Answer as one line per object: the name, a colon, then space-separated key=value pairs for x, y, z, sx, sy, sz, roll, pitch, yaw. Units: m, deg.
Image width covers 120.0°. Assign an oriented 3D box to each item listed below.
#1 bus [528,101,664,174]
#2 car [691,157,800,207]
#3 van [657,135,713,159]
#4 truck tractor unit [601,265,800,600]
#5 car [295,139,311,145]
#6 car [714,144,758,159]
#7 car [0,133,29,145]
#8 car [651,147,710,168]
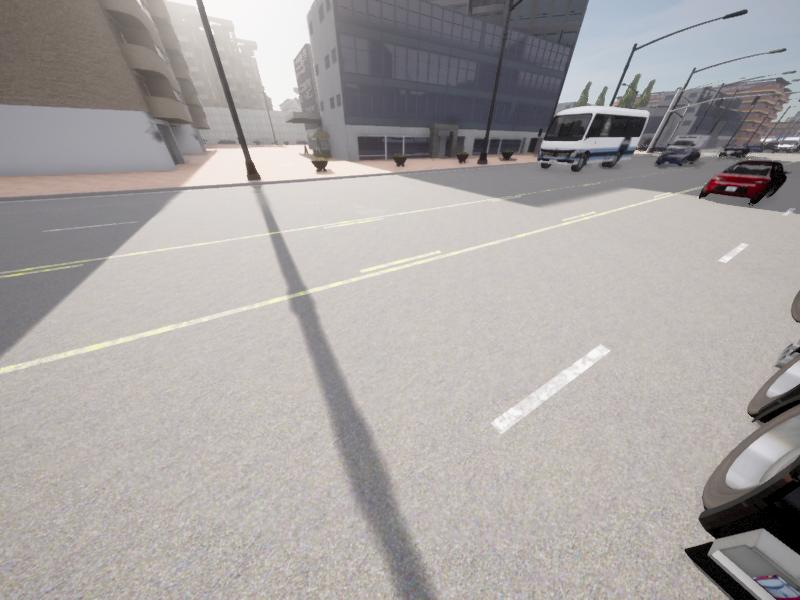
bus: x=16.714 y=-13.809 z=19.888 sx=10.273 sy=4.253 sz=3.944 roll=-18 pitch=39 yaw=-24
car: x=15.532 y=-5.374 z=10.313 sx=4.193 sy=1.474 sz=1.816 roll=-19 pitch=39 yaw=-24
van: x=37.275 y=-20.010 z=30.225 sx=6.366 sy=2.431 sz=2.351 roll=-18 pitch=39 yaw=-24
truck tractor unit: x=5.107 y=-0.307 z=0.766 sx=6.516 sy=4.208 sz=3.053 roll=-19 pitch=39 yaw=-24
car: x=-26.998 y=-44.098 z=64.440 sx=3.633 sy=1.501 sz=1.845 roll=-17 pitch=38 yaw=-23
car: x=44.272 y=-19.612 z=30.459 sx=4.902 sy=1.511 sz=2.128 roll=-18 pitch=39 yaw=-24
car: x=-77.253 y=-31.389 z=45.042 sx=4.553 sy=1.767 sz=2.097 roll=-17 pitch=38 yaw=-23
car: x=27.245 y=-13.896 z=22.442 sx=5.357 sy=1.411 sz=2.033 roll=-18 pitch=39 yaw=-24
